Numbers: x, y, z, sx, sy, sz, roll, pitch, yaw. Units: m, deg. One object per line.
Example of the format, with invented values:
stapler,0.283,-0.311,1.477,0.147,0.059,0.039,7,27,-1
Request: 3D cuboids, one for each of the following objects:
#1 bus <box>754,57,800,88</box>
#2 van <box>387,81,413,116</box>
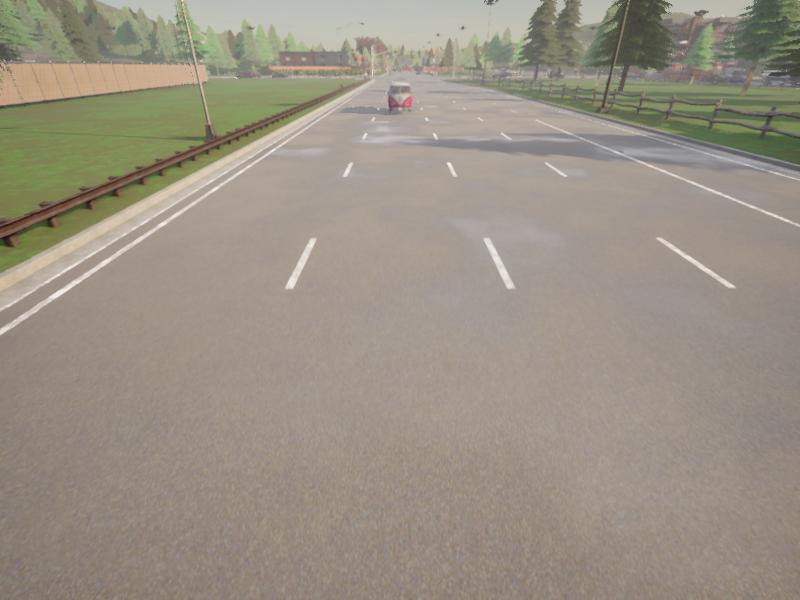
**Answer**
bus,64.540,-37.172,65.244,3.944,4.253,10.273,0,30,0
van,0.004,-14.853,29.378,1.775,1.987,4.442,0,30,0
